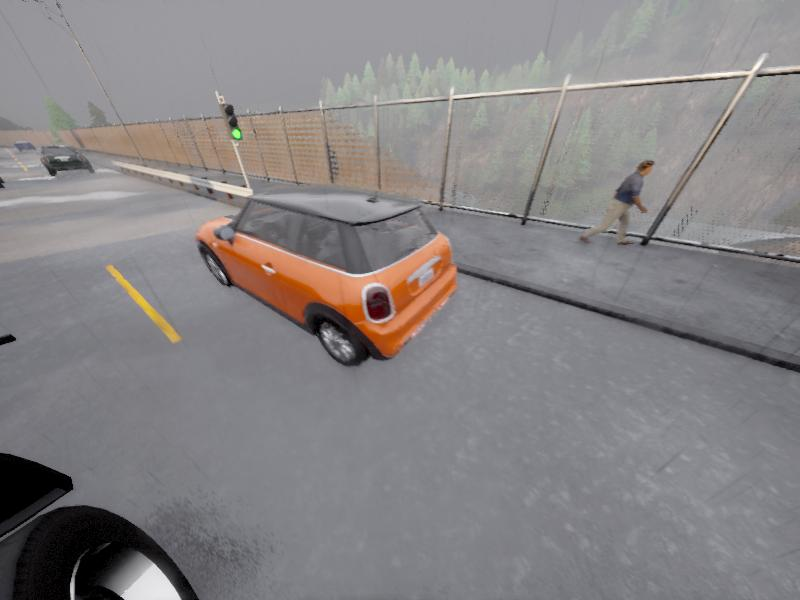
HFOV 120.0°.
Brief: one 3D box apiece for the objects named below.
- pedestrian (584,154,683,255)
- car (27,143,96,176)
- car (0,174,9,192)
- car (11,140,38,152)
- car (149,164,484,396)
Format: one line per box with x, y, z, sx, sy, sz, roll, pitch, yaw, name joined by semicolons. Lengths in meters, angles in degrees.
4.889;-2.061;5.038;0.751;1.860;0.751;21;40;26;pedestrian
-24.832;-10.423;16.990;4.553;1.767;2.097;24;42;30;car
-21.975;-6.449;11.501;5.238;1.638;1.930;22;41;28;car
-66.693;-27.367;40.993;5.008;1.535;1.882;22;41;28;car
-1.430;-0.961;3.713;4.553;1.767;2.097;22;41;28;car
